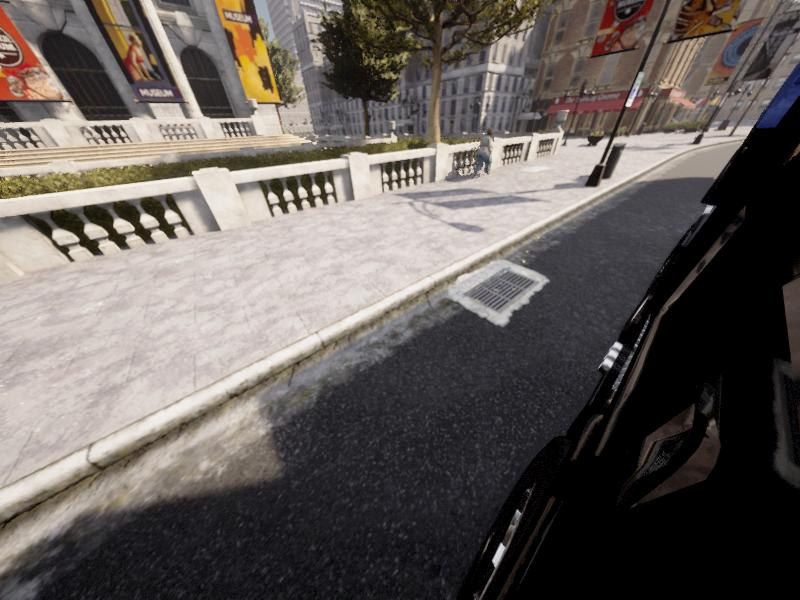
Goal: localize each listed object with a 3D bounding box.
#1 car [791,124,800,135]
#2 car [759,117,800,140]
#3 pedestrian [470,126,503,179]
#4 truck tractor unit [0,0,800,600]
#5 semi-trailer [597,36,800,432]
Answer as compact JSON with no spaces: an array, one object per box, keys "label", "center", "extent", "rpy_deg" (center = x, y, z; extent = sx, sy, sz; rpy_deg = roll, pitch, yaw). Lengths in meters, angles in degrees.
[{"label":"car","center":[40.137,-16.146,21.362],"extent":[4.718,1.301,1.895],"rpy_deg":[-8,37,-6]},{"label":"car","center":[34.665,-15.010,20.091],"extent":[4.674,1.452,2.002],"rpy_deg":[-14,38,-14]},{"label":"pedestrian","center":[3.724,-6.391,10.063],"extent":[0.751,1.860,0.751],"rpy_deg":[-21,41,-23]},{"label":"truck tractor unit","center":[2.645,-0.295,0.351],"extent":[6.516,4.208,3.053],"rpy_deg":[-28,44,-30]},{"label":"semi-trailer","center":[8.735,-3.594,4.171],"extent":[14.254,4.402,2.717],"rpy_deg":[-28,44,-29]}]
